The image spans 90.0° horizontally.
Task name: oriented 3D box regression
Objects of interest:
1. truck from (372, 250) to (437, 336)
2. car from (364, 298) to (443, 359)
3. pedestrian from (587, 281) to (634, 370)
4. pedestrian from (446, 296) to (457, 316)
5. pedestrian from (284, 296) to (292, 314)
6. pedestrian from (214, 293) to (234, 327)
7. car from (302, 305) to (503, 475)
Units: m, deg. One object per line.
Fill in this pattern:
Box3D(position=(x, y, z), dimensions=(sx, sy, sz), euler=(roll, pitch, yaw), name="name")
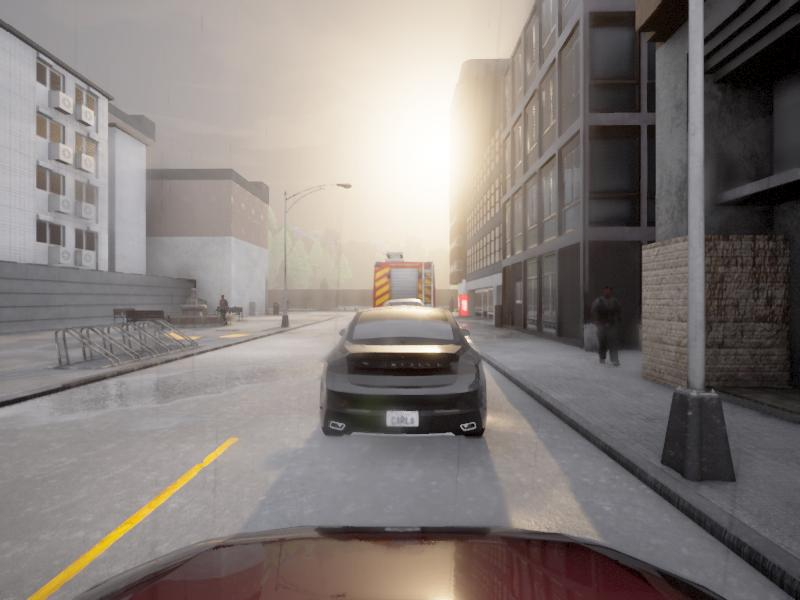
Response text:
Box3D(position=(0.248, -0.321, 22.112), dimensions=(2.891, 3.827, 8.468), euler=(0, 0, 1), name="truck")
Box3D(position=(0.140, 0.780, 13.363), dimensions=(2.152, 1.651, 5.027), euler=(0, 0, 1), name="car")
Box3D(position=(4.596, 0.533, 8.799), dimensions=(0.751, 1.860, 0.751), euler=(0, 0, 13), name="pedestrian")
Box3D(position=(4.783, 0.524, 37.038), dimensions=(0.751, 1.860, 0.751), euler=(0, 0, -21), name="pedestrian")
Box3D(position=(-12.081, 0.547, 43.136), dimensions=(0.751, 1.860, 0.751), euler=(0, 0, -21), name="pedestrian")
Box3D(position=(-9.699, 0.533, 22.038), dimensions=(0.751, 1.860, 0.751), euler=(0, 0, 4), name="pedestrian")
Box3D(position=(0.063, 0.845, 6.103), dimensions=(1.837, 1.490, 4.892), euler=(0, 0, 1), name="car")
